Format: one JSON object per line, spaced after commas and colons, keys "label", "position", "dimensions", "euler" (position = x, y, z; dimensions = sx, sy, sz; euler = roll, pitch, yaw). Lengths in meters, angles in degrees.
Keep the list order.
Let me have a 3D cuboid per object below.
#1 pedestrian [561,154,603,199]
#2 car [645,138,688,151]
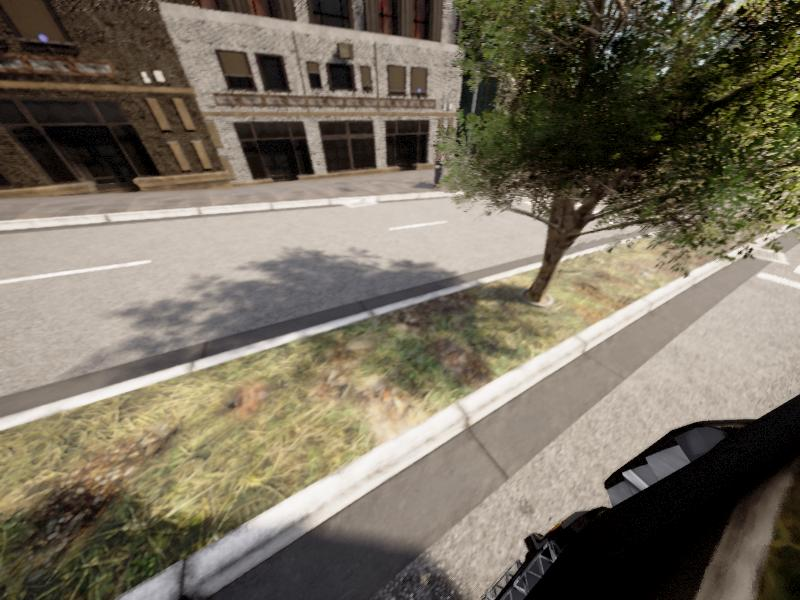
{"label": "pedestrian", "position": [9.089, -6.201, 11.638], "dimensions": [0.751, 1.860, 0.751], "euler": [-8, 37, -9]}
{"label": "car", "position": [40.686, -23.837, 35.374], "dimensions": [1.789, 1.549, 3.705], "euler": [-21, 40, -22]}
